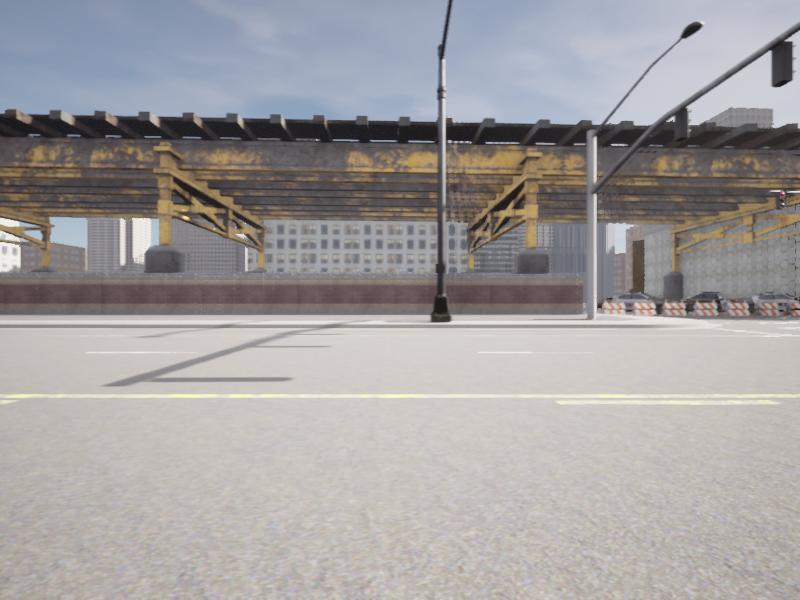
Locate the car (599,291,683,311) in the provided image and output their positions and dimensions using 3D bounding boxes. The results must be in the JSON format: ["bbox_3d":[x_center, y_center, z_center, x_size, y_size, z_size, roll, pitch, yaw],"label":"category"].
[{"bbox_3d":[16.110,0.043,26.908,4.536,1.218,1.853,0,0,44],"label":"car"}]

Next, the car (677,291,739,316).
[{"bbox_3d":[20.756,0.202,26.884,4.974,1.542,2.038,0,0,-36],"label":"car"}]

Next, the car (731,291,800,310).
[{"bbox_3d":[26.077,0.046,27.700,4.536,1.218,1.853,0,0,29],"label":"car"}]

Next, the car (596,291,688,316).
[{"bbox_3d":[16.148,0.201,26.872,4.974,1.542,2.038,0,0,44],"label":"car"}]

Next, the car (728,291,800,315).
[{"bbox_3d":[26.123,0.204,27.675,4.974,1.542,2.038,0,0,29],"label":"car"}]

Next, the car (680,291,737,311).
[{"bbox_3d":[20.798,0.045,26.915,4.536,1.218,1.853,0,0,-36],"label":"car"}]
